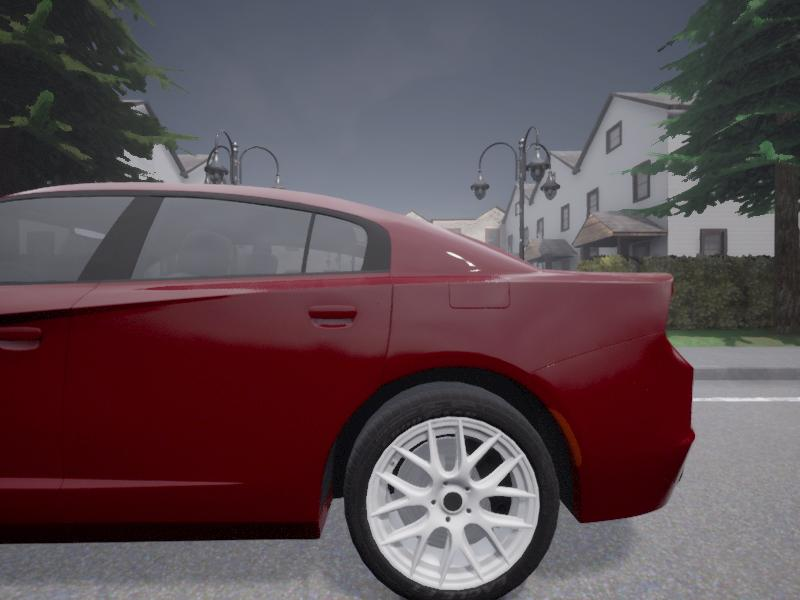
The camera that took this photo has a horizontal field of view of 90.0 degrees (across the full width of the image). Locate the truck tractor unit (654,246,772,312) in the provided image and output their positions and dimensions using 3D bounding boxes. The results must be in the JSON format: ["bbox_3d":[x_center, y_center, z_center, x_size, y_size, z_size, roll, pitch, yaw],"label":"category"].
[{"bbox_3d":[21.874,-1.309,28.559,3.053,4.208,6.516,0,0,-3],"label":"truck tractor unit"}]

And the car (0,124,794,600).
[{"bbox_3d":[-1.271,0.223,2.175,5.008,1.535,1.882,0,0,-1],"label":"car"}]

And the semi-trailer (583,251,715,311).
[{"bbox_3d":[21.569,-1.409,36.466,2.717,4.402,14.254,0,0,-2],"label":"semi-trailer"}]

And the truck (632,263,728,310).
[{"bbox_3d":[25.495,-1.113,37.157,2.891,3.827,8.468,0,0,-1],"label":"truck"}]

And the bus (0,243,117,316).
[{"bbox_3d":[-25.142,-1.152,27.599,3.944,4.253,10.273,0,0,0],"label":"bus"}]
